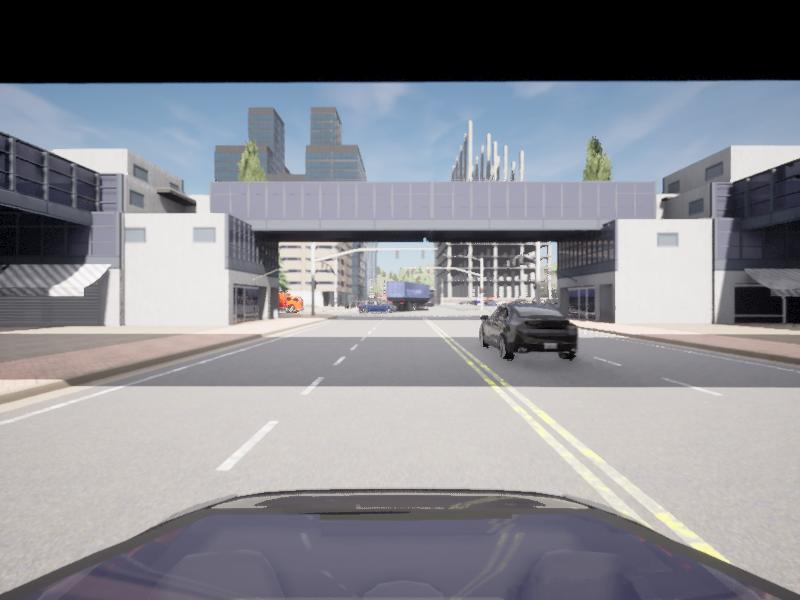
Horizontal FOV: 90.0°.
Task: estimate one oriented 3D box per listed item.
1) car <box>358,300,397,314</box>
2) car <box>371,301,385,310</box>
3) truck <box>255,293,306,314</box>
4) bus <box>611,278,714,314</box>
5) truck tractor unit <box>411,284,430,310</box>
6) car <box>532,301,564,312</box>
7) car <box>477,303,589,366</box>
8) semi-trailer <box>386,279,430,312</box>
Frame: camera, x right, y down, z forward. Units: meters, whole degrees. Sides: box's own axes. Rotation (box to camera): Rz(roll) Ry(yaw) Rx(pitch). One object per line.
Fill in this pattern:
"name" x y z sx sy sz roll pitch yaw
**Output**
"car" -2.609 0.804 47.447 4.611 1.667 2.242 0 0 0
"car" -3.622 0.893 66.163 2.038 1.542 4.974 0 0 1
"truck" -14.123 0.402 47.450 5.204 2.467 2.627 0 0 0
"bus" 32.751 -0.482 50.342 10.273 4.253 3.944 0 0 2
"truck tractor unit" 3.375 -0.454 67.474 3.053 4.208 6.516 0 0 1
"car" 20.067 0.882 54.314 3.633 1.501 1.845 0 0 1
"car" 3.678 0.857 12.109 1.837 1.490 4.892 0 0 1
"semi-trailer" 1.540 -0.565 59.836 2.717 4.402 14.254 1 0 18
